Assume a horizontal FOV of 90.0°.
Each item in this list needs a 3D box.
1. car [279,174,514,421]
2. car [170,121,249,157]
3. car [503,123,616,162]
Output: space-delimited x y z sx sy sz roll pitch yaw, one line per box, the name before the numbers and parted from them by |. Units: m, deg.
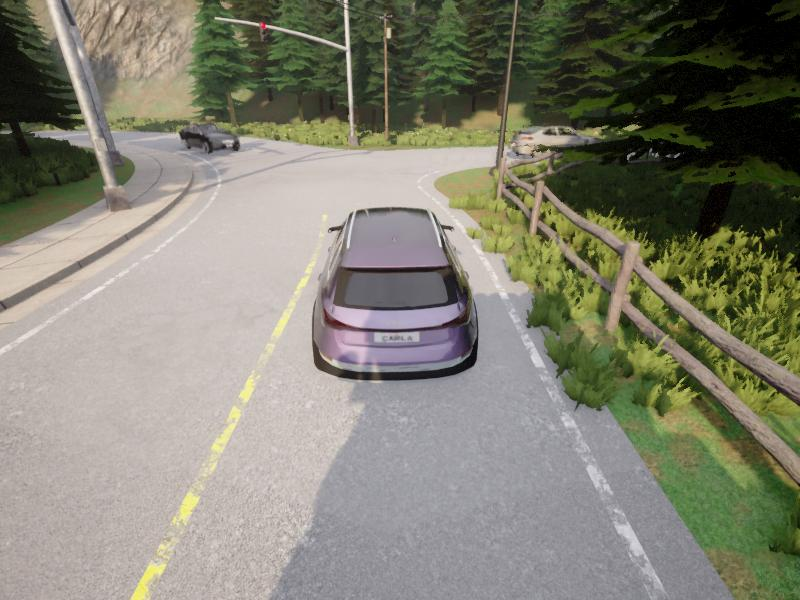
car | -0.114 -0.596 5.993 2.033 1.649 4.856 -1 27 -2
car | -11.297 -9.589 23.629 4.902 1.511 2.128 23 35 37
car | 8.370 -8.426 21.301 5.027 1.651 2.152 -5 27 -10
